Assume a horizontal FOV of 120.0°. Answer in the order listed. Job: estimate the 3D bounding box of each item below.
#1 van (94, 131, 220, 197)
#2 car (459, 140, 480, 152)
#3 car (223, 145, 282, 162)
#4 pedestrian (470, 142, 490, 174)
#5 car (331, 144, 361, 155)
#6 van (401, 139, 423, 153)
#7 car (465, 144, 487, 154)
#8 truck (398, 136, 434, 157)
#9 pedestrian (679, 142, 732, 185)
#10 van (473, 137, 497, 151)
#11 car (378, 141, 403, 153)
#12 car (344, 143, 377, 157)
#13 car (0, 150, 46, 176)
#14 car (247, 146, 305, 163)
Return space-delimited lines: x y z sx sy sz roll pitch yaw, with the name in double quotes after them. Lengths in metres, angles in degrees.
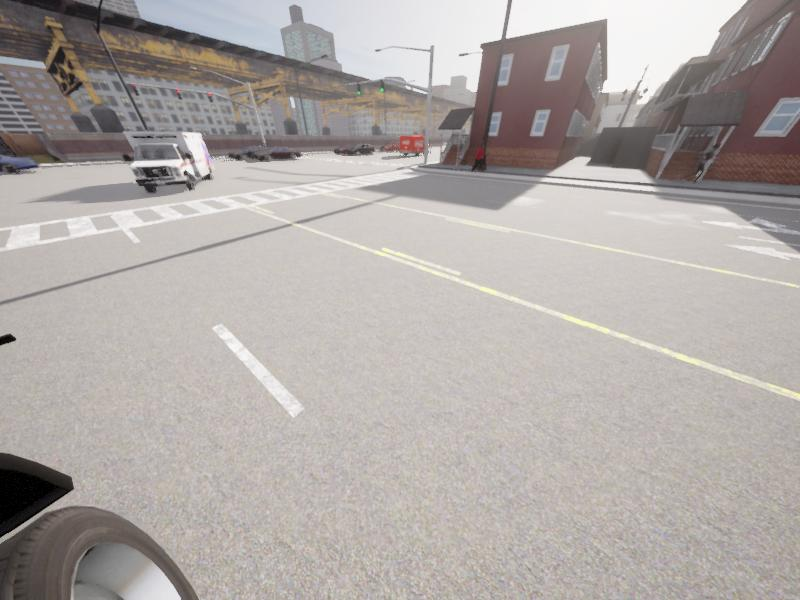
-12.252 -7.602 12.525 2.351 2.431 6.366 -15 38 -20 "van"
13.746 -30.555 45.800 1.932 1.855 4.605 24 42 30 "car"
-17.262 -17.436 27.360 2.033 1.411 5.357 24 42 30 "car"
5.623 -10.015 16.266 0.751 1.860 0.751 23 41 29 "pedestrian"
-8.483 -23.866 36.581 1.994 1.385 4.181 24 42 30 "car"
2.178 -28.658 42.929 1.775 1.987 4.442 24 42 30 "van"
13.441 -26.859 40.989 1.994 1.385 4.181 25 42 31 "car"
2.405 -22.479 33.730 2.627 2.467 5.204 24 42 30 "truck"
15.858 -7.123 12.067 0.751 1.860 0.751 23 41 28 "pedestrian"
18.658 -34.379 50.791 2.351 2.431 6.366 24 42 30 "van"
-1.762 -28.916 43.540 2.242 1.667 4.611 24 42 30 "car"
-5.857 -22.567 34.641 1.837 1.490 4.892 24 42 30 "car"
-28.615 -9.110 15.450 2.033 1.411 5.357 24 42 30 "car"
-13.897 -16.632 26.242 2.033 1.411 5.357 24 42 30 "car"
